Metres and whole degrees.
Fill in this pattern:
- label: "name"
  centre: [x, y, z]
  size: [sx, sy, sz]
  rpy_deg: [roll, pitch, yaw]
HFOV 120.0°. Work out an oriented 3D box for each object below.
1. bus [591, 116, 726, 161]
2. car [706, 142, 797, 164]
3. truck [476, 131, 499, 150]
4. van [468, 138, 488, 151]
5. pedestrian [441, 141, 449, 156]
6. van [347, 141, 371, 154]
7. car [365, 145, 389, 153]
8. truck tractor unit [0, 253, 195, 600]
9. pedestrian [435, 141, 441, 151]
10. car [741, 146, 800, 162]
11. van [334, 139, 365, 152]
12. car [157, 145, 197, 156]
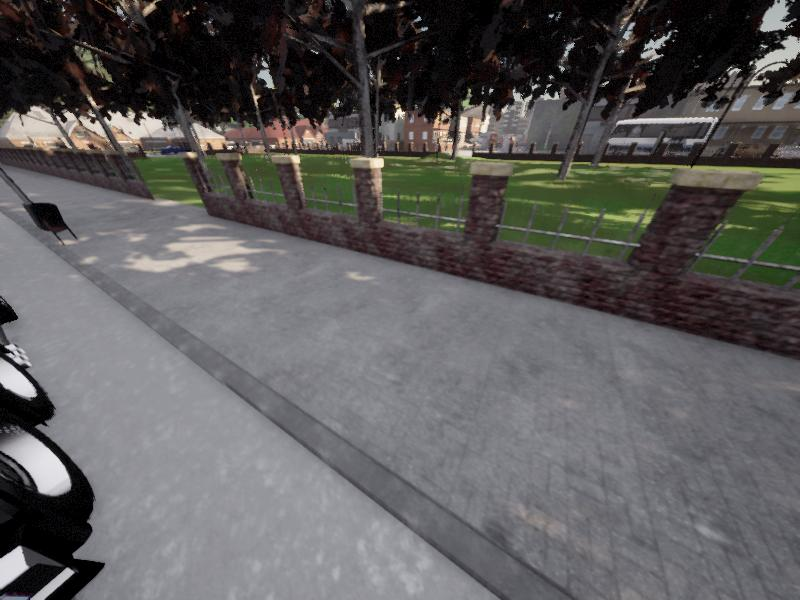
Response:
- label: "bus"
  centre: [32.030, -20.758, 29.823]
  size: [10.273, 4.253, 3.944]
  rpy_deg: [19, 39, 25]
- label: "car"
  centre: [36.938, -15.674, 24.539]
  size: [4.605, 1.855, 1.932]
  rpy_deg: [18, 39, 23]
- label: "truck"
  centre: [23.166, -42.146, 60.979]
  size: [2.891, 3.827, 8.468]
  rpy_deg: [19, 39, 25]
- label: "van"
  centre: [18.344, -36.562, 54.229]
  size: [2.351, 2.431, 6.366]
  rpy_deg: [19, 39, 26]
- label: "pedestrian"
  centre: [6.988, -23.323, 35.587]
  size: [0.751, 1.860, 0.751]
  rpy_deg: [26, 43, 33]
- label: "van"
  centre: [-8.066, -30.178, 45.679]
  size: [4.442, 1.987, 1.775]
  rpy_deg: [17, 38, 23]
- label: "car"
  centre: [-4.818, -31.387, 47.992]
  size: [4.718, 1.301, 1.895]
  rpy_deg: [20, 40, 27]
- label: "truck tractor unit"
  centre: [-5.091, -0.320, 0.803]
  size: [6.516, 4.208, 3.053]
  rpy_deg: [19, 39, 25]
- label: "pedestrian"
  centre: [8.064, -32.555, 48.821]
  size: [0.751, 1.860, 0.751]
  rpy_deg: [-26, 42, -32]
- label: "car"
  centre: [42.587, -16.303, 25.776]
  size: [4.674, 1.442, 1.812]
  rpy_deg: [18, 39, 25]
- label: "van"
  centre: [-11.174, -34.148, 51.024]
  size: [6.366, 2.431, 2.351]
  rpy_deg: [18, 39, 24]
- label: "car"
  centre: [-41.872, -28.209, 43.545]
  size: [1.882, 1.535, 5.008]
  rpy_deg: [18, 39, 24]
